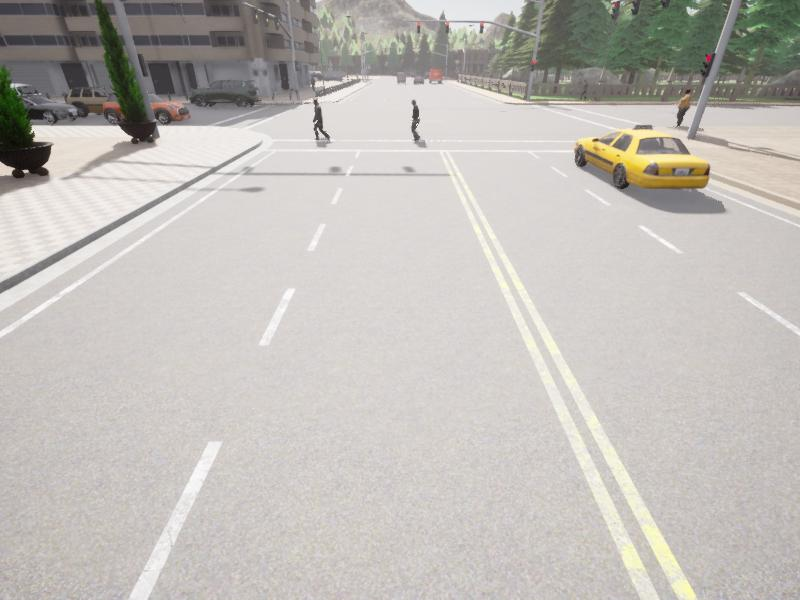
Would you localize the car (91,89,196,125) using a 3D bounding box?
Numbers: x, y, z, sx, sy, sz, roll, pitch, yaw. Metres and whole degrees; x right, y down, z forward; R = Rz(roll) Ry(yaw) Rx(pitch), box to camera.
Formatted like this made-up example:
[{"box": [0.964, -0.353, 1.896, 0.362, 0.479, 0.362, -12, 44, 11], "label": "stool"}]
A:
[{"box": [-15.244, -11.632, 24.052, 4.553, 1.767, 2.097, 0, 30, 1], "label": "car"}]

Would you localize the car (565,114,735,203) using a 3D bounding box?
[{"box": [7.050, -4.517, 12.189, 1.801, 1.575, 5.366, 0, 30, 0], "label": "car"}]

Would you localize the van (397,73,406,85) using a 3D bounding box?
[{"box": [0.262, -42.879, 77.489, 1.775, 1.987, 4.442, 0, 30, 0], "label": "van"}]

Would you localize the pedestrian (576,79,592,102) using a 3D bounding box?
[{"box": [16.637, -18.945, 36.162, 0.751, 1.860, 0.751, 4, 31, 7], "label": "pedestrian"}]

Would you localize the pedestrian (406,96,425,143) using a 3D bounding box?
[{"box": [0.684, -8.165, 18.091, 0.751, 1.860, 0.751, 5, 31, 8], "label": "pedestrian"}]

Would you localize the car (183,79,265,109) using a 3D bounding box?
[{"box": [-14.409, -17.039, 33.065, 5.566, 2.045, 2.150, 0, 30, 0], "label": "car"}]

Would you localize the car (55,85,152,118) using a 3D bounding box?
[{"box": [-19.924, -13.460, 27.100, 4.605, 1.855, 1.932, 0, 30, 0], "label": "car"}]

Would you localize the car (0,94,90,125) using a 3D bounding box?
[{"box": [-22.195, -11.546, 24.185, 4.902, 1.511, 2.128, 0, 30, 0], "label": "car"}]

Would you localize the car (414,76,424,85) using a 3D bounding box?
[{"box": [3.722, -43.449, 79.078, 1.994, 1.385, 4.181, 0, 30, 1], "label": "car"}]

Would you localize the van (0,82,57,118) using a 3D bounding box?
[{"box": [-26.712, -13.558, 27.106, 4.480, 2.038, 2.069, 0, 30, 0], "label": "van"}]

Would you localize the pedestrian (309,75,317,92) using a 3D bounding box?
[{"box": [-11.141, -27.670, 51.211, 0.751, 1.860, 0.751, -4, 31, -7], "label": "pedestrian"}]

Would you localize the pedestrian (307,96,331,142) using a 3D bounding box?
[{"box": [-3.673, -8.226, 18.188, 0.751, 1.860, 0.751, 0, 30, 1], "label": "pedestrian"}]

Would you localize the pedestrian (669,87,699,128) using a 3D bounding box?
[{"box": [14.808, -10.038, 20.906, 0.751, 1.860, 0.751, 17, 34, 26], "label": "pedestrian"}]

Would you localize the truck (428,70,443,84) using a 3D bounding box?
[{"box": [7.236, -45.665, 81.775, 2.627, 2.467, 5.204, 0, 30, 0], "label": "truck"}]
